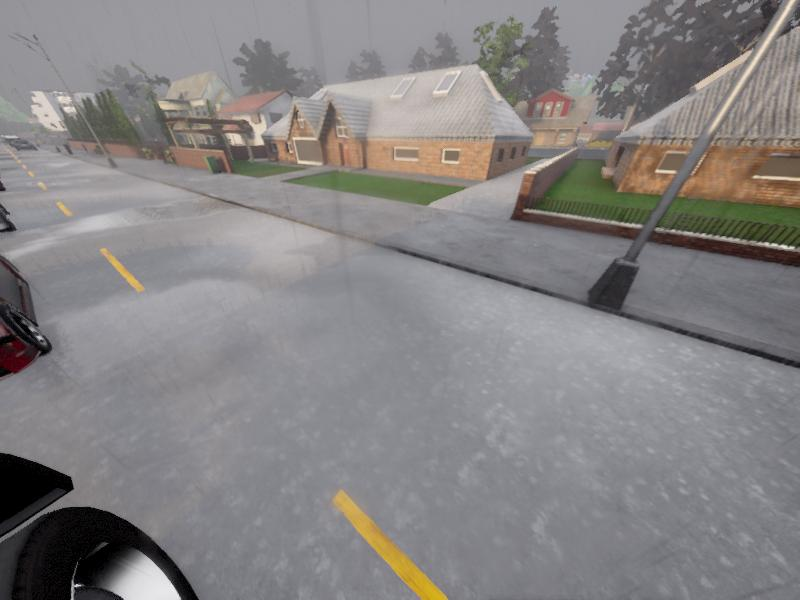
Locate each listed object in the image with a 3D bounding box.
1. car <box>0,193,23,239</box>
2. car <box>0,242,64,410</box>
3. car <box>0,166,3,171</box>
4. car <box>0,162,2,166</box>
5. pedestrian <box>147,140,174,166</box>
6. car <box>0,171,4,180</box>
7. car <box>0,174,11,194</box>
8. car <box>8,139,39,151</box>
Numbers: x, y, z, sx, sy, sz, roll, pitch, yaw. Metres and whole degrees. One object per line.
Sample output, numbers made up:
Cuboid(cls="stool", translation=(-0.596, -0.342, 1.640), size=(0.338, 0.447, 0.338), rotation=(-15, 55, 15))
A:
Cuboid(cls="car", translation=(-12.746, -2.668, 6.264), size=(4.514, 1.525, 2.007), rotation=(22, 41, 28))
Cuboid(cls="car", translation=(-6.079, 0.125, 2.524), size=(4.181, 1.385, 1.994), rotation=(22, 40, 28))
Cuboid(cls="car", translation=(-31.875, -10.459, 17.150), size=(3.633, 1.501, 1.845), rotation=(22, 41, 28))
Cuboid(cls="car", translation=(-37.399, -12.711, 20.293), size=(5.008, 1.535, 1.882), rotation=(22, 41, 28))
Cuboid(cls="pedestrian", translation=(-20.277, -12.464, 19.583), size=(0.751, 1.860, 0.751), rotation=(21, 40, 27))
Cuboid(cls="car", translation=(-26.361, -8.191, 14.028), size=(4.193, 1.474, 1.816), rotation=(22, 41, 28))
Cuboid(cls="car", translation=(-20.813, -5.953, 10.856), size=(4.514, 1.525, 2.007), rotation=(22, 41, 28))
Cuboid(cls="car", translation=(-68.184, -28.064, 41.808), size=(4.611, 1.667, 2.242), rotation=(22, 41, 28))
